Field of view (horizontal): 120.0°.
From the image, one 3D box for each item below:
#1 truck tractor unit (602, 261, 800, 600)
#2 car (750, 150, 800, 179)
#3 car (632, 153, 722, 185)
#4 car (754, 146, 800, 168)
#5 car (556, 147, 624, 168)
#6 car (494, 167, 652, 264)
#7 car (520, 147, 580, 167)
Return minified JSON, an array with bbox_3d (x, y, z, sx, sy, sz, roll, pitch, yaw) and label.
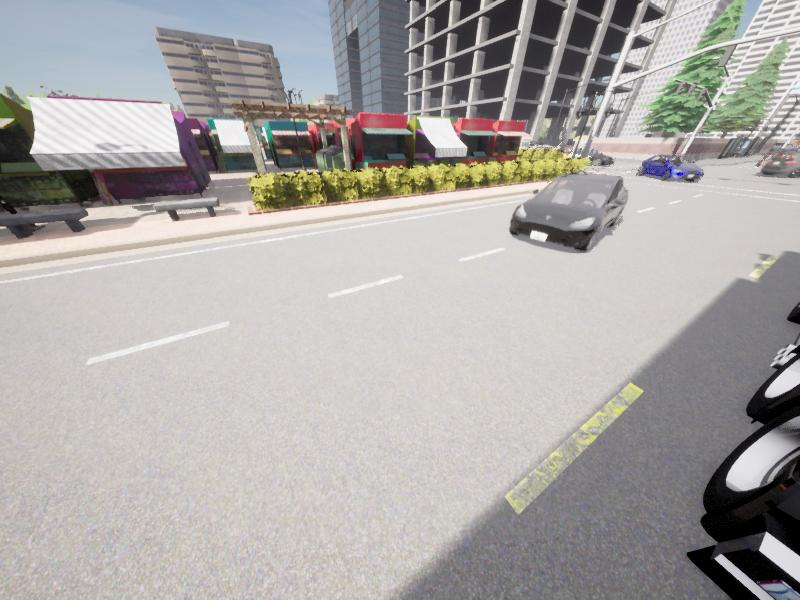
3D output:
[{"bbox_3d":[5.104,-0.307,0.788,6.516,4.208,3.053,-19,39,-24],"label":"truck tractor unit"},{"bbox_3d":[30.693,-10.002,17.104,4.611,1.667,2.242,9,36,13],"label":"car"},{"bbox_3d":[18.644,-9.129,15.916,1.816,1.474,4.193,8,36,11],"label":"car"},{"bbox_3d":[41.591,-15.602,25.132,4.553,1.767,2.097,-18,39,-24],"label":"car"},{"bbox_3d":[20.049,-15.315,24.684,2.038,1.542,4.974,-18,39,-24],"label":"car"},{"bbox_3d":[5.161,-2.812,6.774,4.792,1.488,2.163,-28,43,-34],"label":"car"},{"bbox_3d":[15.880,-15.460,24.856,1.882,1.535,5.008,-18,39,-24],"label":"car"}]
